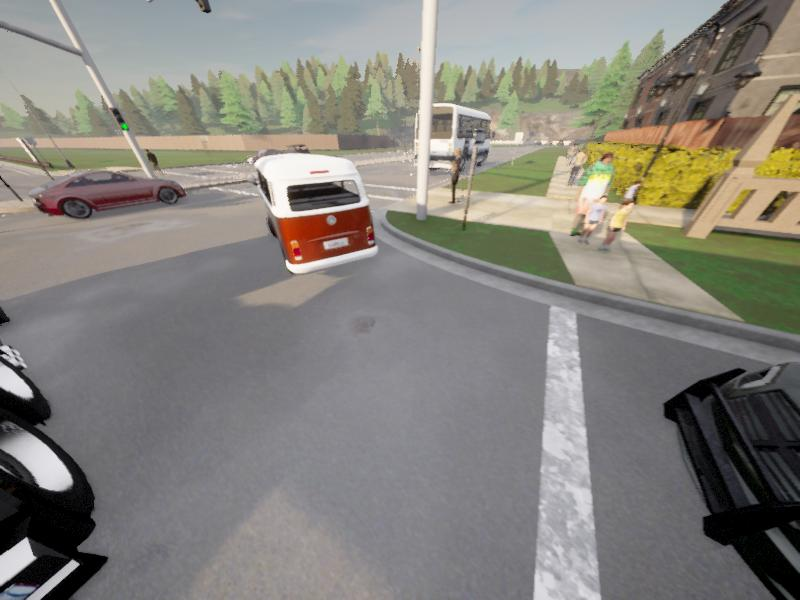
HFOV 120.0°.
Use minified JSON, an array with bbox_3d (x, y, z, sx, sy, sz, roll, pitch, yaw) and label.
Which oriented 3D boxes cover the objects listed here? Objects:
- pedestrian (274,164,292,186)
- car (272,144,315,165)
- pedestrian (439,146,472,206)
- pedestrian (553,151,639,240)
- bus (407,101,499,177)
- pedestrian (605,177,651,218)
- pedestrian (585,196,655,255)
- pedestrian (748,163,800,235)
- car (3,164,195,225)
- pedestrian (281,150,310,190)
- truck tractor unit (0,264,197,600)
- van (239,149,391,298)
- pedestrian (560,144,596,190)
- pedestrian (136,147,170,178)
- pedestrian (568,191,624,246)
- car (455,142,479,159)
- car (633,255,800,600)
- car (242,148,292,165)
[{"bbox_3d":[-6.962,-7.434,13.742,0.500,1.100,0.500,12,37,17],"label":"pedestrian"},{"bbox_3d":[-12.117,-16.862,26.669,1.905,1.878,3.866,18,39,25],"label":"car"},{"bbox_3d":[2.034,-4.560,8.542,0.751,1.860,0.751,18,39,24],"label":"pedestrian"},{"bbox_3d":[4.632,-2.526,5.652,0.751,1.860,0.751,5,35,8],"label":"pedestrian"},{"bbox_3d":[4.951,-13.916,20.224,3.944,4.253,10.273,20,39,26],"label":"bus"},{"bbox_3d":[7.220,-3.275,7.370,0.500,1.100,0.500,11,36,16],"label":"pedestrian"},{"bbox_3d":[4.661,-1.590,4.971,0.500,1.100,0.500,-5,35,-7],"label":"pedestrian"},{"bbox_3d":[10.391,-2.699,5.850,0.751,1.860,0.751,17,38,23],"label":"pedestrian"},{"bbox_3d":[-11.403,-4.408,9.231,1.994,1.385,4.181,17,39,23],"label":"car"},{"bbox_3d":[-5.814,-7.276,12.930,0.751,1.860,0.751,15,38,21],"label":"pedestrian"},{"bbox_3d":[-5.109,-0.303,0.781,6.516,4.208,3.053,18,39,24],"label":"truck tractor unit"},{"bbox_3d":[-2.229,-2.281,5.510,2.069,2.038,4.480,-19,39,-24],"label":"van"},{"bbox_3d":[8.639,-6.483,11.301,0.751,1.860,0.751,18,39,24],"label":"pedestrian"},{"bbox_3d":[-17.986,-9.992,16.835,0.751,1.860,0.751,14,37,19],"label":"pedestrian"},{"bbox_3d":[4.505,-1.892,5.388,0.500,1.100,0.500,8,36,11],"label":"pedestrian"},{"bbox_3d":[9.479,-20.978,32.396,1.905,1.878,3.866,18,39,25],"label":"car"},{"bbox_3d":[4.293,1.509,0.457,4.974,1.542,2.038,19,39,25],"label":"car"},{"bbox_3d":[-15.681,-17.148,27.501,1.812,1.442,4.674,18,39,25],"label":"car"}]
